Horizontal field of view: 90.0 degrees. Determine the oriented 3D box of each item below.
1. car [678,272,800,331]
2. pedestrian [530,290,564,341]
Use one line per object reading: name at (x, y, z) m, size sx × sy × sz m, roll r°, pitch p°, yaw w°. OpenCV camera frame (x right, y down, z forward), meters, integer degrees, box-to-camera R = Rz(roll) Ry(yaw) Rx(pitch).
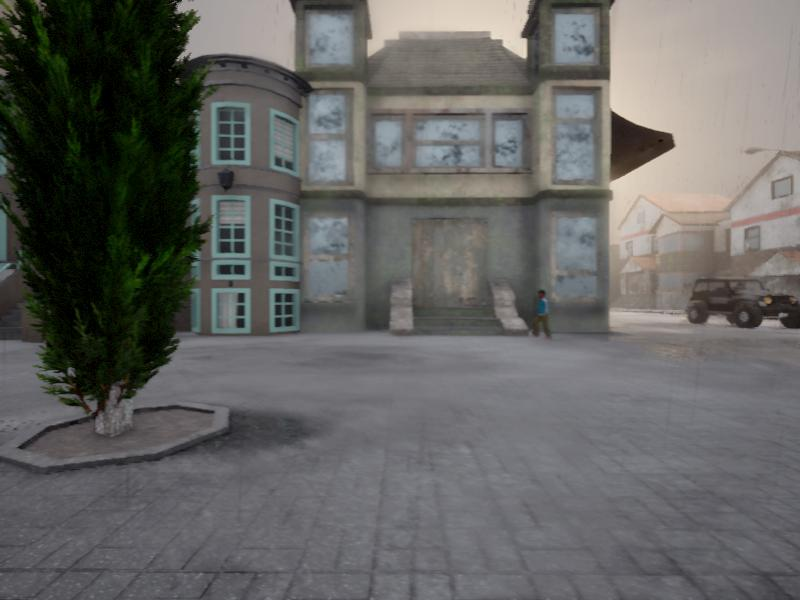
car at (12.618, 0.043, 14.875) m, size 1.905 × 1.878 × 3.866 m, roll 0°, pitch 0°, yaw 0°
pedestrian at (3.292, 0.328, 8.971) m, size 0.500 × 1.100 × 0.500 m, roll 0°, pitch 0°, yaw -16°
